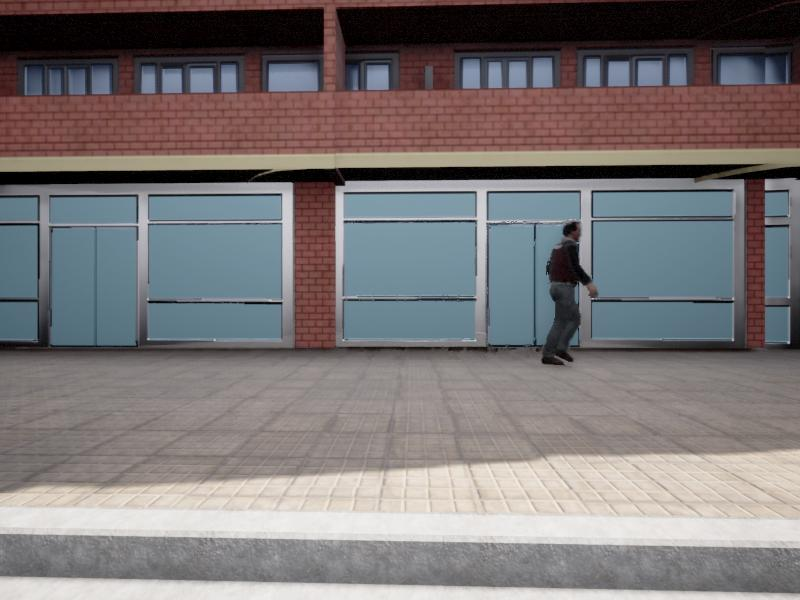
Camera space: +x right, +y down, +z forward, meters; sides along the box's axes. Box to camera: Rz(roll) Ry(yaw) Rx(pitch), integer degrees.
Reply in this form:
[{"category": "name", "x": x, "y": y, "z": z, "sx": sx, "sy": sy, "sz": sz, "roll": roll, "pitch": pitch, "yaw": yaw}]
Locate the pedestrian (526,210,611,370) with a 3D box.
[{"category": "pedestrian", "x": 2.071, "y": -0.115, "z": 5.018, "sx": 0.751, "sy": 1.860, "sz": 0.751, "roll": 0, "pitch": 0, "yaw": 1}]
